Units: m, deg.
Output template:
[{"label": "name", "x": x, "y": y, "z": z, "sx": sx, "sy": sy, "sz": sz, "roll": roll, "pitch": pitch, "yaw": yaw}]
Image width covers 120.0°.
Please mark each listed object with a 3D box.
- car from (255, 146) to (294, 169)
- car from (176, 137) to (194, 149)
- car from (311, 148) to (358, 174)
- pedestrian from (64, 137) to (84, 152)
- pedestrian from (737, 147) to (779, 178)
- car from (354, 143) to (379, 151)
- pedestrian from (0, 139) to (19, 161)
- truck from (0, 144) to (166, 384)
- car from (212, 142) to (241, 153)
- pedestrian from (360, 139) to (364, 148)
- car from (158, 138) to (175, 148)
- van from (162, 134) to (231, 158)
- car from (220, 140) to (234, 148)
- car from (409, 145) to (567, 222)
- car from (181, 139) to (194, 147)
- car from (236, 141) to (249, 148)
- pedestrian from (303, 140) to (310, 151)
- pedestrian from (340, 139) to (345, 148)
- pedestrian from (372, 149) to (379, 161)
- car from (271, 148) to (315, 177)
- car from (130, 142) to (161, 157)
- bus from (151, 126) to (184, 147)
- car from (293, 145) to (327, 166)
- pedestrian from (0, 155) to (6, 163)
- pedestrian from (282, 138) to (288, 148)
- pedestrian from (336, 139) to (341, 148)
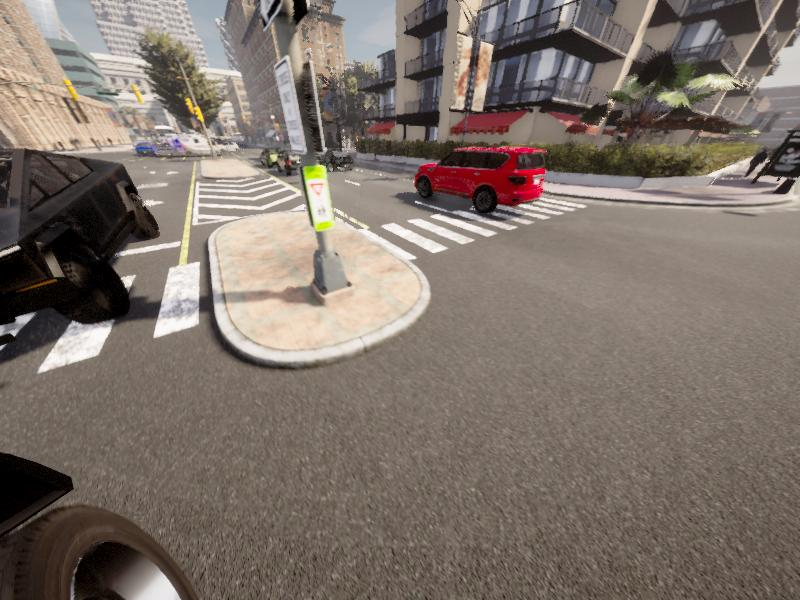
[{"label": "car", "x": -11.620, "y": -13.221, "z": 21.361, "sx": 2.007, "sy": 1.525, "sz": 4.514, "roll": -22, "pitch": 41, "yaw": -29}, {"label": "car", "x": -48.021, "y": -35.133, "z": 51.682, "sx": 2.150, "sy": 2.045, "sz": 5.566, "roll": -22, "pitch": 41, "yaw": -29}, {"label": "car", "x": -5.550, "y": -11.731, "z": 19.356, "sx": 1.837, "sy": 1.490, "sz": 4.892, "roll": -22, "pitch": 41, "yaw": -29}, {"label": "pedestrian", "x": -49.104, "y": -23.467, "z": 34.814, "sx": 0.751, "sy": 1.860, "sz": 0.751, "roll": -14, "pitch": 38, "yaw": -20}, {"label": "pedestrian", "x": 25.401, "y": -9.778, "z": 16.440, "sx": 0.751, "sy": 1.860, "sz": 0.751, "roll": -19, "pitch": 40, "yaw": -26}, {"label": "car", "x": -7.152, "y": -33.193, "z": 50.062, "sx": 4.792, "sy": 1.488, "sz": 2.163, "roll": -22, "pitch": 41, "yaw": -29}, {"label": "pedestrian", "x": -39.996, "y": -15.078, "z": 23.220, "sx": 0.751, "sy": 1.860, "sz": 0.751, "roll": -19, "pitch": 40, "yaw": -26}, {"label": "truck", "x": -6.433, "y": -1.329, "z": 3.926, "sx": 2.390, "sy": 2.098, "sz": 6.274, "roll": -22, "pitch": 41, "yaw": -29}, {"label": "car", "x": -30.003, "y": -26.444, "z": 39.985, "sx": 3.633, "sy": 1.501, "sz": 1.845, "roll": -22, "pitch": 41, "yaw": -29}, {"label": "pedestrian", "x": -10.153, "y": -41.636, "z": 61.459, "sx": 0.751, "sy": 1.860, "sz": 0.751, "roll": 14, "pitch": 37, "yaw": 18}, {"label": "car", "x": -53.368, "y": -35.952, "z": 52.913, "sx": 1.905, "sy": 1.878, "sz": 3.866, "roll": -22, "pitch": 41, "yaw": -29}, {"label": "van", "x": -26.922, "y": -20.646, "z": 30.952, "sx": 6.366, "sy": 2.431, "sz": 2.351, "roll": -22, "pitch": 41, "yaw": -29}, {"label": "car", "x": -43.050, "y": -38.812, "z": 57.421, "sx": 2.038, "sy": 1.542, "sz": 4.974, "roll": -22, "pitch": 41, "yaw": -29}, {"label": "car", "x": 2.972, "y": -5.080, "z": 9.489, "sx": 2.150, "sy": 2.045, "sz": 5.566, "roll": -22, "pitch": 41, "yaw": -29}, {"label": "car", "x": -55.942, "y": -41.411, "z": 60.886, "sx": 1.930, "sy": 1.638, "sz": 5.238, "roll": -22, "pitch": 41, "yaw": -29}, {"label": "car", "x": -41.156, "y": -40.649, "z": 60.254, "sx": 1.970, "sy": 1.475, "sz": 3.806, "roll": -22, "pitch": 41, "yaw": -29}, {"label": "pedestrian", "x": -18.529, "y": -30.561, "z": 45.734, "sx": 0.751, "sy": 1.860, "sz": 0.751, "roll": -21, "pitch": 40, "yaw": -28}, {"label": "pedestrian", "x": -14.524, "y": -39.247, "z": 57.968, "sx": 0.751, "sy": 1.860, "sz": 0.751, "roll": -29, "pitch": 44, "yaw": -35}, {"label": "pedestrian", "x": -2.799, "y": -16.620, "z": 26.435, "sx": 0.500, "sy": 1.100, "sz": 0.500, "roll": -22, "pitch": 41, "yaw": -29}, {"label": "car", "x": -8.037, "y": -10.319, "z": 17.242, "sx": 1.789, "sy": 1.549, "sz": 3.705, "roll": -22, "pitch": 41, "yaw": -29}, {"label": "car", "x": -34.860, "y": -20.763, "z": 31.766, "sx": 1.882, "sy": 1.535, "sz": 5.008, "roll": -22, "pitch": 41, "yaw": -29}, {"label": "bus", "x": -59.919, "y": -42.389, "z": 59.933, "sx": 3.944, "sy": 4.253, "sz": 10.273, "roll": -22, "pitch": 41, "yaw": -29}, {"label": "car", "x": -9.215, "y": -14.761, "z": 23.535, "sx": 1.851, "sy": 1.617, "sz": 3.988, "roll": -22, "pitch": 41, "yaw": -29}, {"label": "pedestrian", "x": -37.921, "y": -13.422, "z": 21.373, "sx": 0.751, "sy": 1.300, "sz": 0.751, "roll": -20, "pitch": 40, "yaw": -27}, {"label": "pedestrian", "x": -28.203, "y": -38.471, "z": 56.632, "sx": 0.751, "sy": 1.860, "sz": 0.751, "roll": -19, "pitch": 39, "yaw": -26}, {"label": "pedestrian", "x": -15.585, "y": -39.371, "z": 58.127, "sx": 0.751, "sy": 1.860, "sz": 0.751, "roll": -22, "pitch": 41, "yaw": -29}]
